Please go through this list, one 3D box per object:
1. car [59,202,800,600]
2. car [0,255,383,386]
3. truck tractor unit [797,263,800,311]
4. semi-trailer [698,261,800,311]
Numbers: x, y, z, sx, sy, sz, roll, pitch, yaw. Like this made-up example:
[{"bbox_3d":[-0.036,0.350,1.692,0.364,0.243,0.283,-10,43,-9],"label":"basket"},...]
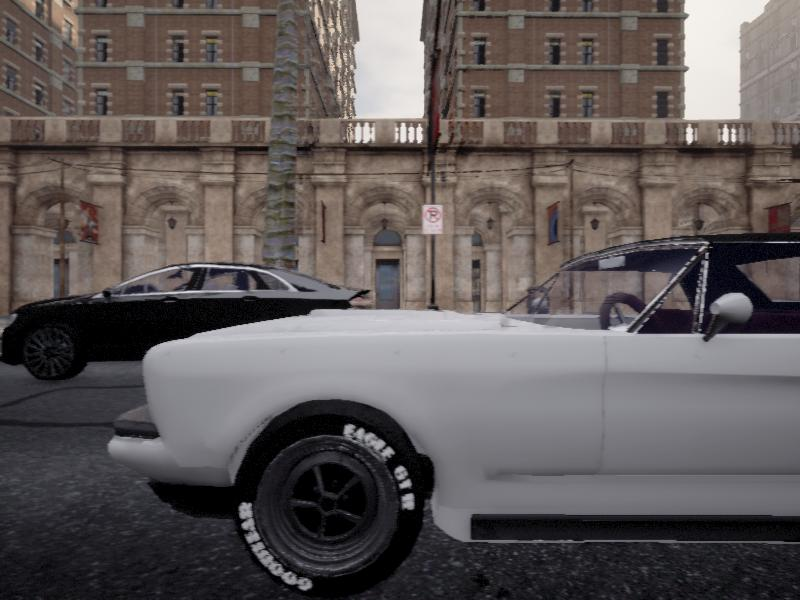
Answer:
[{"bbox_3d":[1.293,0.344,2.199,4.718,1.301,1.895,0,0,0],"label":"car"},{"bbox_3d":[-2.745,0.237,5.708,4.902,1.511,2.128,0,0,0],"label":"car"},{"bbox_3d":[35.991,-1.132,31.581,3.053,4.208,6.516,0,0,3],"label":"truck tractor unit"},{"bbox_3d":[36.090,-1.229,39.490,2.717,4.402,14.254,0,0,0],"label":"semi-trailer"}]
